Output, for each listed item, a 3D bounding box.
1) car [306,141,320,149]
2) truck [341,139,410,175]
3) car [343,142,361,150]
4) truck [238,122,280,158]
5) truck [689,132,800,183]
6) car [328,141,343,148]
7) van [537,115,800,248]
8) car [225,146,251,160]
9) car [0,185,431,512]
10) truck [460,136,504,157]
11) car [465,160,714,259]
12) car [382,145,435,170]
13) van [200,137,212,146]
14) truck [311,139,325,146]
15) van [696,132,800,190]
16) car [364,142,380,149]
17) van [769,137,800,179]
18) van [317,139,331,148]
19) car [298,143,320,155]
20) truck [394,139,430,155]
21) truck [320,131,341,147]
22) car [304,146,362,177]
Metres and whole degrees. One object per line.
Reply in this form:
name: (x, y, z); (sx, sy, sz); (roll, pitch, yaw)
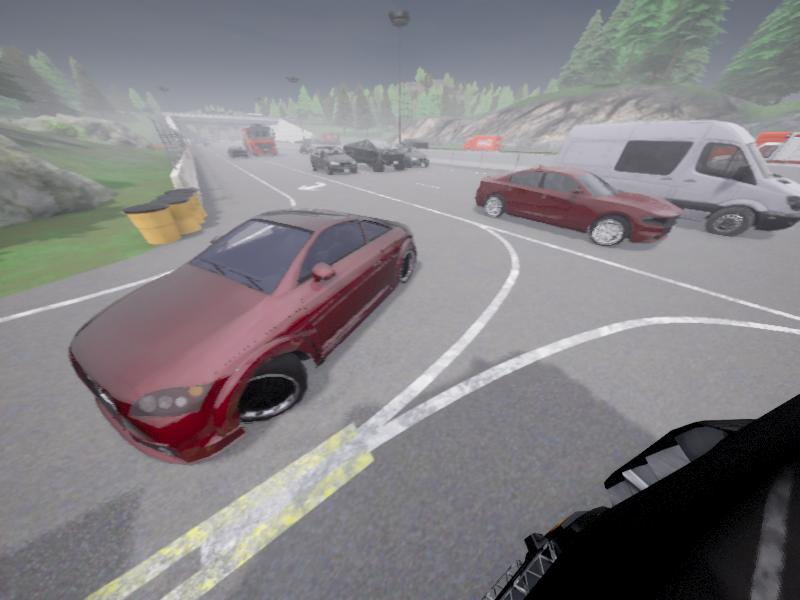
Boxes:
car: (-22.934, -40.704, 60.641); (1.970, 1.475, 3.806); (-23, 41, -29)
truck: (-2.134, -11.678, 18.608); (2.390, 2.098, 6.274); (-23, 41, -29)
car: (-10.881, -34.865, 52.227); (1.882, 1.535, 5.008); (-23, 41, -29)
truck: (-20.450, -23.092, 33.396); (2.891, 3.827, 8.468); (-22, 41, -29)
truck: (23.229, -9.155, 14.694); (2.627, 2.467, 5.204); (-23, 41, -30)
car: (-18.020, -43.716, 64.775); (2.033, 1.649, 4.856); (-23, 41, -29)
van: (8.155, -3.984, 7.238); (1.988, 2.561, 5.915); (-23, 41, -29)
car: (-21.151, -19.229, 30.081); (1.895, 1.301, 4.718); (-23, 41, -29)
car: (-1.345, -0.401, 3.127); (1.994, 1.385, 4.181); (17, 38, 22)
truck: (11.936, -22.672, 34.019); (5.204, 2.467, 2.627); (29, 44, 34)
car: (4.587, -2.962, 6.646); (1.882, 1.535, 5.008); (-23, 41, -29)
car: (0.601, -12.757, 20.526); (2.242, 1.667, 4.611); (-23, 41, -29)
van: (-66.385, -54.339, 79.096); (1.988, 2.561, 5.915); (-23, 41, -29)
truck: (-29.037, -55.677, 81.461); (2.390, 2.098, 6.274); (-23, 41, -29)
van: (21.213, -7.332, 12.132); (2.351, 2.431, 6.366); (-23, 41, -29)
car: (-7.032, -38.583, 57.600); (1.816, 1.474, 4.193); (-23, 41, -29)
van: (28.303, -8.643, 13.915); (1.988, 2.561, 5.915); (-23, 41, -29)
van: (-20.666, -42.535, 62.788); (1.775, 1.987, 4.442); (-23, 41, -29)
car: (-14.839, -24.488, 37.447); (1.816, 1.474, 4.193); (-23, 41, -29)
truck: (1.854, -25.357, 38.164); (2.390, 2.098, 6.274); (-23, 41, -30)
truck: (-22.028, -51.028, 73.315); (2.891, 3.827, 8.468); (-23, 41, -29)
car: (-4.984, -10.337, 17.062); (2.242, 1.667, 4.611); (-23, 41, -29)
